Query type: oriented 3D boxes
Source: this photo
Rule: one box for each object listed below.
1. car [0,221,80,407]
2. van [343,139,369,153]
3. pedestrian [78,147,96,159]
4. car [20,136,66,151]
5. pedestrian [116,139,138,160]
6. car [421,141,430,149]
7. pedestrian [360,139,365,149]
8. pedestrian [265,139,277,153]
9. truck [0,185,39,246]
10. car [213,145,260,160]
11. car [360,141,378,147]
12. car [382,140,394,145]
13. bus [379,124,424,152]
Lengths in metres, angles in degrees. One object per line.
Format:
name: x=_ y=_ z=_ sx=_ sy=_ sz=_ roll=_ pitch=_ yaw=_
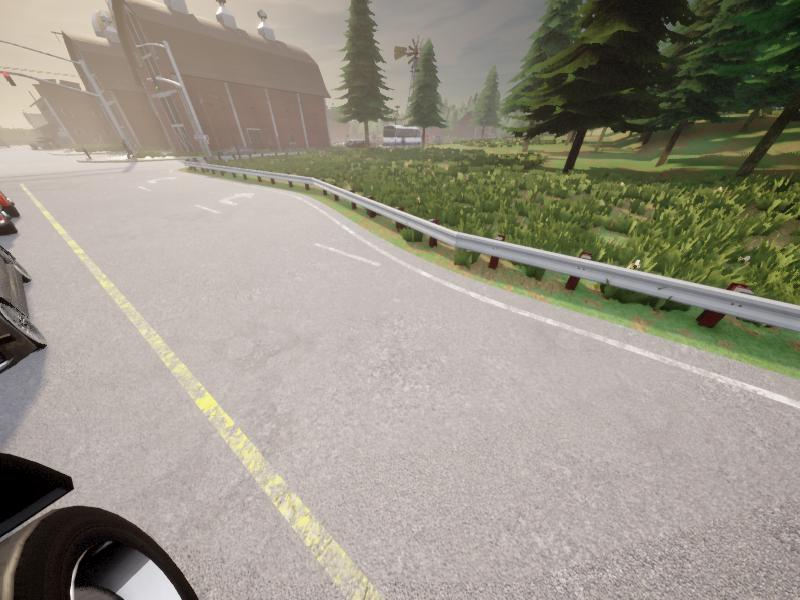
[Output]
car: x=-6.372 y=-0.094 z=2.713 sx=4.902 sy=1.511 sz=2.128 roll=22 pitch=41 yaw=28
van: x=-8.235 y=-29.003 z=43.335 sx=2.069 sy=2.038 sz=4.480 roll=22 pitch=41 yaw=28
pedestrian: x=-33.739 y=-15.817 z=24.886 sx=0.500 sy=1.100 sz=0.500 roll=1 pitch=35 yaw=1
car: x=-65.225 y=-28.692 z=42.296 sx=3.866 sy=1.878 sz=1.905 roll=-6 pitch=41 yaw=-6
pedestrian: x=-29.142 y=-16.082 z=24.674 sx=0.751 sy=1.860 sz=0.751 roll=27 pitch=43 yaw=32
car: x=6.245 y=-37.673 z=56.164 sx=1.845 sy=1.501 sz=3.633 roll=6 pitch=36 yaw=8
pedestrian: x=-7.984 y=-33.339 z=49.346 sx=0.751 sy=1.860 sz=0.751 roll=12 pitch=37 yaw=16
pedestrian: x=-19.833 y=-23.661 z=35.514 sx=0.751 sy=1.860 sz=0.751 roll=23 pitch=41 yaw=28
truck: x=-12.585 y=-2.885 z=5.778 sx=5.204 sy=2.467 sz=2.627 roll=22 pitch=40 yaw=27
car: x=-20.547 y=-18.655 z=29.132 sx=1.994 sy=1.385 sz=4.181 roll=22 pitch=41 yaw=28
car: x=-8.929 y=-44.679 z=66.097 sx=4.902 sy=1.511 sz=2.128 roll=21 pitch=40 yaw=27
car: x=-4.481 y=-60.909 z=89.169 sx=4.193 sy=1.474 sz=1.816 roll=16 pitch=38 yaw=21
bus: x=0.588 y=-33.734 z=48.200 sx=3.944 sy=4.253 sz=10.273 roll=22 pitch=41 yaw=28
